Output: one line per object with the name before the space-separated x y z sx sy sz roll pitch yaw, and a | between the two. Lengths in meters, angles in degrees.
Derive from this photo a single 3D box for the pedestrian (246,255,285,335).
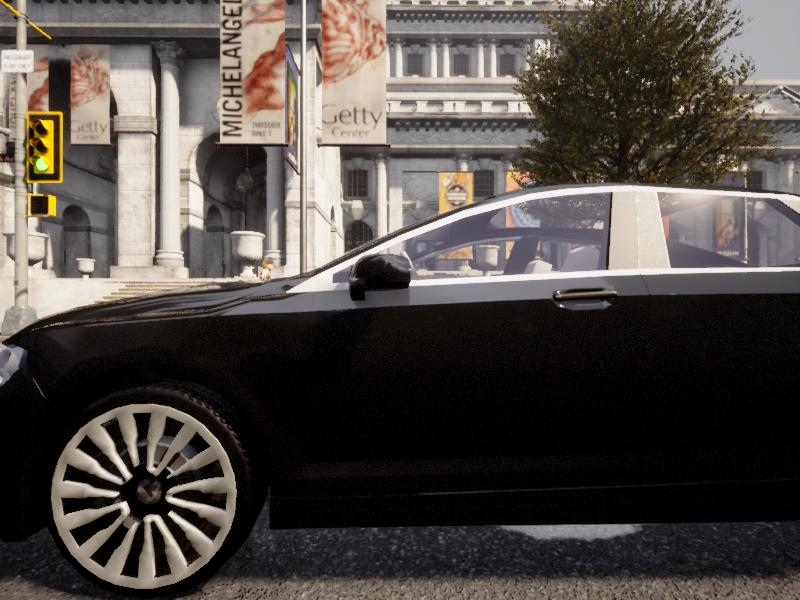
pedestrian | -3.252 -0.115 9.717 0.751 1.860 0.751 0 0 -5

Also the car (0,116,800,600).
car | 0.641 0.236 2.199 4.902 1.511 2.128 0 0 0

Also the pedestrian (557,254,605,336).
pedestrian | 4.262 -0.115 9.469 0.751 1.860 0.751 0 0 -5
